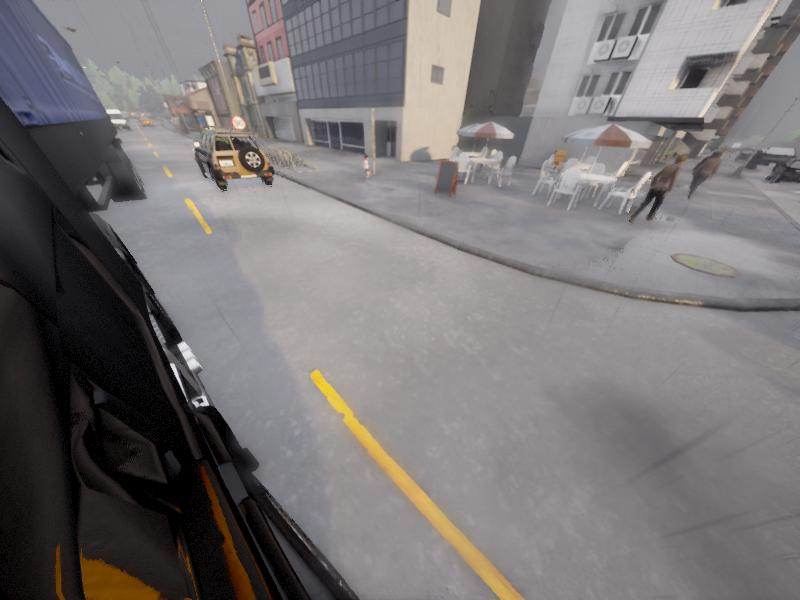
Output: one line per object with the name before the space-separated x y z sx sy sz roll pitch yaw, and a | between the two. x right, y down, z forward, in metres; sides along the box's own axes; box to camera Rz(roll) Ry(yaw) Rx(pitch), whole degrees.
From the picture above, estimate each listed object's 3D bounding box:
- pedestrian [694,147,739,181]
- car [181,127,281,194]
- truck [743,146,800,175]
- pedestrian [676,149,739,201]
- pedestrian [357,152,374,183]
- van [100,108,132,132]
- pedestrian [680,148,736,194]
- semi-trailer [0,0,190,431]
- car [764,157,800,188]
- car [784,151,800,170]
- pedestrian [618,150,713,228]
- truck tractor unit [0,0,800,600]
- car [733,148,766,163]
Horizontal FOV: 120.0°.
pedestrian | 21.059 -9.096 15.448 0.751 1.860 0.751 18 40 20
car | -6.911 -5.808 9.365 1.932 1.855 4.605 -27 45 -34
truck | 38.904 -14.730 24.177 6.274 2.098 2.390 -27 46 -33
pedestrian | 13.259 -5.449 10.062 0.751 1.860 0.751 28 44 30
pedestrian | -1.541 -5.930 10.336 0.500 1.100 0.500 16 39 17
van | -42.676 -27.173 34.884 1.988 2.561 5.915 -27 46 -34
pedestrian | 15.184 -6.422 11.489 0.751 1.860 0.751 28 43 29
semi-trailer | -8.151 -3.940 4.685 2.717 4.402 14.254 -27 46 -34
car | 28.391 -9.083 16.409 5.008 1.535 1.882 -26 46 -34
car | 49.142 -16.694 27.743 4.553 1.767 2.097 -27 46 -34
pedestrian | 7.384 -3.118 6.558 0.751 1.860 0.751 -10 39 -17
truck tractor unit | -2.645 -0.295 0.351 6.516 4.208 3.053 28 44 30
car | 53.879 -22.314 35.682 5.238 1.638 1.930 -27 46 -34
